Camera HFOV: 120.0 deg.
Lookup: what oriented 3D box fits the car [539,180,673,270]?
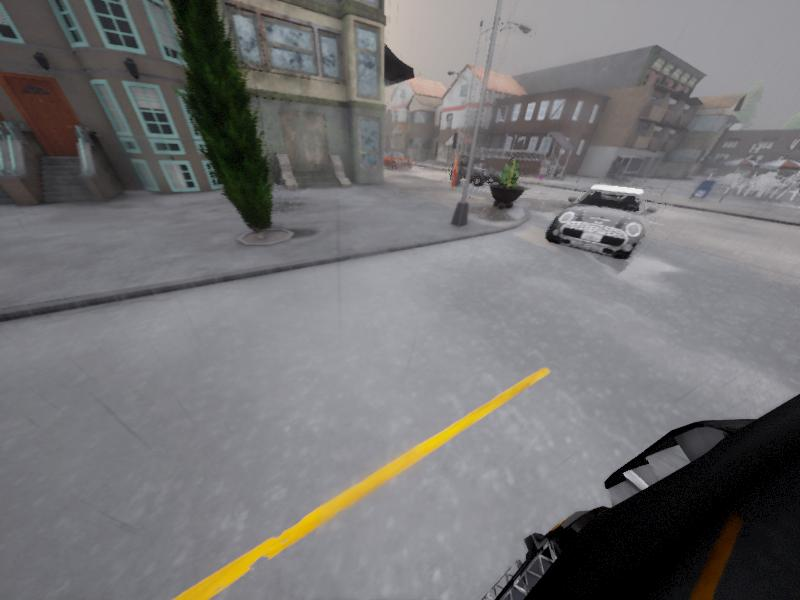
[{"bbox_3d":[5.907,-2.436,6.713,1.970,1.475,3.806,28,41,32],"label":"car"}]

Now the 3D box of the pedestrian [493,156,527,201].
[{"bbox_3d":[5.351,-5.966,11.384,0.751,1.860,0.751,-5,35,-12],"label":"pedestrian"}]

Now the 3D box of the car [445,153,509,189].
[{"bbox_3d":[5.420,-9.458,16.822,1.905,1.878,3.866,-16,38,-26],"label":"car"}]

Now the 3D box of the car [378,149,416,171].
[{"bbox_3d":[-0.461,-15.293,25.194,2.097,1.767,4.553,-16,38,-26],"label":"car"}]

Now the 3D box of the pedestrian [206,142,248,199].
[{"bbox_3d":[-6.825,-5.105,9.171,0.751,1.860,0.751,-20,40,-31],"label":"pedestrian"}]

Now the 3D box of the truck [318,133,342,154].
[{"bbox_3d":[-16.453,-36.558,53.986,2.891,3.827,8.468,-16,38,-26],"label":"truck"}]

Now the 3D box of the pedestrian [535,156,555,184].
[{"bbox_3d":[11.795,-10.624,18.862,0.751,1.860,0.751,15,36,18],"label":"pedestrian"}]

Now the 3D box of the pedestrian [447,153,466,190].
[{"bbox_3d":[3.374,-7.734,13.878,0.751,1.860,0.751,8,34,8],"label":"pedestrian"}]
